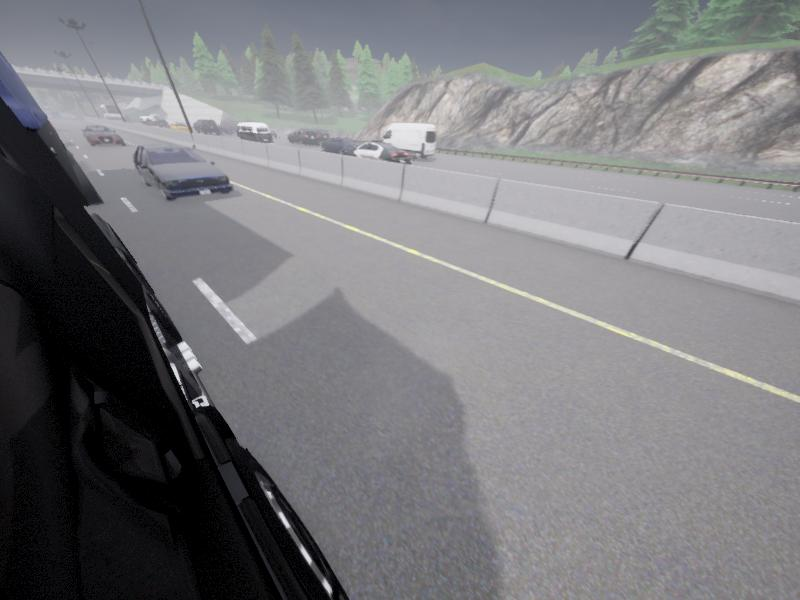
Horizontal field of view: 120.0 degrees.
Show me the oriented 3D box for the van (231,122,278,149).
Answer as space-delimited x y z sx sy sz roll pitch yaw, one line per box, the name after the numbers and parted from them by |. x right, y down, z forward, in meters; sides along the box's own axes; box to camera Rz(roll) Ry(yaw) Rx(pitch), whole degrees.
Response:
-14.825 -16.777 23.550 4.480 2.038 2.069 28 43 30 | van

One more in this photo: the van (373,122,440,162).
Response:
0.382 -14.330 20.873 5.915 2.561 1.988 28 43 30 | van

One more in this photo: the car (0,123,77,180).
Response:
-16.587 -6.656 10.149 4.856 1.649 2.033 28 43 30 | car

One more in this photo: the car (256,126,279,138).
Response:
-22.964 -29.072 39.981 3.633 1.501 1.845 28 43 30 | car

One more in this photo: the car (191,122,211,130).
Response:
-49.202 -42.997 57.059 5.357 1.411 2.033 28 43 30 | car

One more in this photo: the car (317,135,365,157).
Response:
-5.438 -14.223 21.315 4.181 1.385 1.994 28 43 30 | car

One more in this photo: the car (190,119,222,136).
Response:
-32.402 -28.868 38.629 5.566 2.045 2.150 28 43 30 | car

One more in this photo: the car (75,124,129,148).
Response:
-24.730 -13.609 19.174 4.181 1.385 1.994 28 43 30 | car

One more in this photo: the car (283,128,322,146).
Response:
-12.339 -20.747 29.378 4.611 1.667 2.242 28 43 30 | car

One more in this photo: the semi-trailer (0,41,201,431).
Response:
-8.689 -3.608 4.241 14.254 4.402 2.717 28 43 30 | semi-trailer

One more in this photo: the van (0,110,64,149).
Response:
-27.492 -12.639 17.108 4.480 2.038 2.069 29 44 29 | van

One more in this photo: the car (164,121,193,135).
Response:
-35.783 -27.755 37.291 5.366 1.575 1.801 28 43 30 | car

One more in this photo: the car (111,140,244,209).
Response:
-8.208 -4.816 8.438 5.357 1.411 2.033 28 43 30 | car

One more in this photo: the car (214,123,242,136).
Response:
-30.891 -30.611 41.435 5.027 1.651 2.152 28 43 30 | car

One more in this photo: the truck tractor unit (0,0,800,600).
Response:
-2.645 -0.295 0.351 6.516 4.208 3.053 28 44 30 | truck tractor unit

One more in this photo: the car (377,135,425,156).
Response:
0.036 -16.809 25.052 4.902 1.511 2.128 28 43 30 | car

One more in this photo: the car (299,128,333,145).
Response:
-11.907 -23.237 32.759 4.611 1.667 2.242 28 43 30 | car

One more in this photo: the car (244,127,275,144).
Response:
-17.819 -20.895 29.300 3.705 1.549 1.789 28 43 30 | car

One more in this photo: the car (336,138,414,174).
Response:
-1.736 -9.594 15.197 4.974 1.542 2.038 28 43 30 | car
